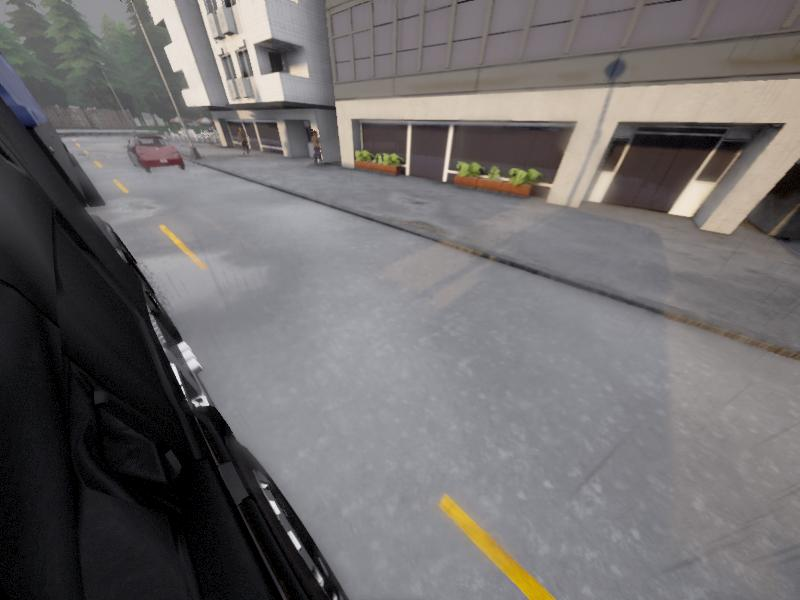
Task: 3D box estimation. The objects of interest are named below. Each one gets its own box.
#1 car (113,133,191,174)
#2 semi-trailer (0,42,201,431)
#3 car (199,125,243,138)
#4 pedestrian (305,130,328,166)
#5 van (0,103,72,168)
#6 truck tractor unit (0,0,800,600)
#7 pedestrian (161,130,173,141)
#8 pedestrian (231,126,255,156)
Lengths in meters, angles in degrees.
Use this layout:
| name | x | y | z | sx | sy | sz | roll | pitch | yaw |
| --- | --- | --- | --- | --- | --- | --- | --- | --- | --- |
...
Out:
| name | x | y | z | sx | sy | sz | roll | pitch | yaw |
| --- | --- | --- | --- | --- | --- | --- | --- | --- | --- |
| car | -13.039 | -7.774 | 12.155 | 3.633 | 1.501 | 1.845 | 28 | 43 | 30 |
| semi-trailer | -8.696 | -3.577 | 4.273 | 14.254 | 4.402 | 2.717 | 28 | 44 | 30 |
| car | -30.043 | -28.334 | 38.986 | 1.930 | 1.638 | 5.238 | 27 | 43 | 30 |
| pedestrian | -5.240 | -9.615 | 14.627 | 0.751 | 1.860 | 0.751 | 23 | 41 | 26 |
| van | -21.203 | -9.358 | 13.023 | 5.915 | 2.561 | 1.988 | 28 | 44 | 30 |
| truck tractor unit | -2.645 | -0.295 | 0.352 | 6.516 | 4.208 | 3.053 | 28 | 44 | 30 |
| pedestrian | -27.954 | -19.740 | 27.712 | 0.500 | 1.100 | 0.500 | 29 | 44 | 31 |
| pedestrian | -11.887 | -12.095 | 17.577 | 0.751 | 1.860 | 0.751 | 26 | 43 | 29 |
